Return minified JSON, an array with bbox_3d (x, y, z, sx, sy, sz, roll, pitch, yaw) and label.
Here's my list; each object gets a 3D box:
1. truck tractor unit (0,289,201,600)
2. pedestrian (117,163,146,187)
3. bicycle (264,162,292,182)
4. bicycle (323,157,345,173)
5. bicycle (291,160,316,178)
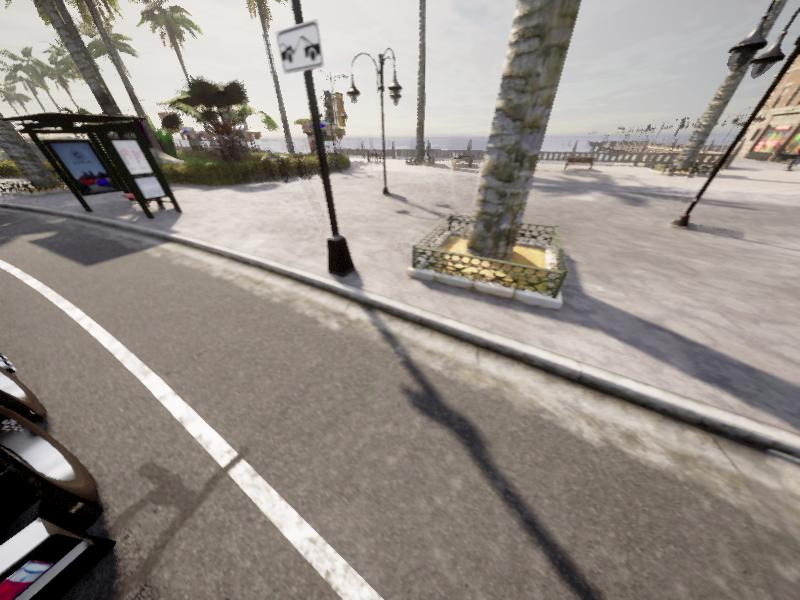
[{"bbox_3d":[-5.160,-0.245,0.727,6.516,4.208,3.053,16,38,22],"label":"truck tractor unit"},{"bbox_3d":[-15.221,-7.100,13.131,0.500,1.100,0.500,12,37,17],"label":"pedestrian"},{"bbox_3d":[-7.682,-8.071,14.551,1.643,1.024,0.373,18,39,24],"label":"bicycle"},{"bbox_3d":[-5.175,-10.580,18.117,1.643,1.024,0.373,18,39,24],"label":"bicycle"},{"bbox_3d":[-6.679,-9.075,15.978,1.643,1.024,0.373,18,39,24],"label":"bicycle"}]
